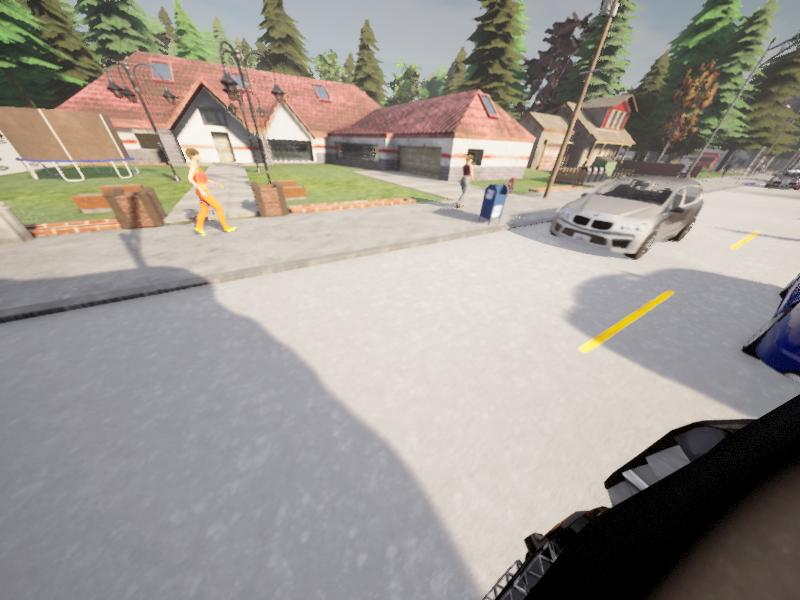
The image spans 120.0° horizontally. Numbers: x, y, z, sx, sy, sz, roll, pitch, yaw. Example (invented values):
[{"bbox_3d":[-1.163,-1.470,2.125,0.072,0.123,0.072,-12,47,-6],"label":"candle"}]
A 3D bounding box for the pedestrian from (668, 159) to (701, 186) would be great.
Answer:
[{"bbox_3d":[23.861,-10.701,19.395,0.751,1.860,0.751,-11,36,-19],"label":"pedestrian"}]

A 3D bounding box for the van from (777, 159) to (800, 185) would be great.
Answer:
[{"bbox_3d":[46.432,-14.548,26.270,6.366,2.431,2.351,-16,38,-26],"label":"van"}]

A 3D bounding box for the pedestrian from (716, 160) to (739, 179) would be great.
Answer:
[{"bbox_3d":[39.328,-15.657,27.754,0.751,1.860,0.751,-17,38,-26],"label":"pedestrian"}]

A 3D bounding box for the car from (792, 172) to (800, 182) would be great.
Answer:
[{"bbox_3d":[54.568,-16.544,30.566,4.514,1.525,2.007,-17,38,-27],"label":"car"}]

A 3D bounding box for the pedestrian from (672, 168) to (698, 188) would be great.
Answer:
[{"bbox_3d":[22.717,-9.765,18.431,0.751,1.300,0.751,-25,42,-34],"label":"pedestrian"}]

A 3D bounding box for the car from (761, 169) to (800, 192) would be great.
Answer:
[{"bbox_3d":[35.649,-10.995,21.151,3.806,1.475,1.970,-17,38,-26],"label":"car"}]

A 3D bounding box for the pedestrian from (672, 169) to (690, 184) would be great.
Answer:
[{"bbox_3d":[25.218,-11.082,20.731,0.500,1.100,0.500,-17,38,-26],"label":"pedestrian"}]

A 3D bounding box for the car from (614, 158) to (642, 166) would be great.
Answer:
[{"bbox_3d":[60.918,-37.019,61.859,2.242,1.667,4.611,-16,38,-26],"label":"car"}]

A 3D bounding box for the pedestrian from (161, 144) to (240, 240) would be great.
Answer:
[{"bbox_3d":[-4.515,-2.486,5.366,0.751,1.860,0.751,-20,40,-30],"label":"pedestrian"}]

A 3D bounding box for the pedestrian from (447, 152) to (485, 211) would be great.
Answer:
[{"bbox_3d":[2.486,-4.504,8.814,0.751,1.860,0.751,-20,40,-29],"label":"pedestrian"}]

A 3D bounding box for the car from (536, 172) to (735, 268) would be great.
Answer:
[{"bbox_3d":[6.624,-2.575,6.601,4.611,1.667,2.242,-16,38,-26],"label":"car"}]

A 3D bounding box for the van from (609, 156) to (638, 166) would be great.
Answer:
[{"bbox_3d":[57.708,-35.971,59.647,2.069,2.038,4.480,-16,38,-26],"label":"van"}]

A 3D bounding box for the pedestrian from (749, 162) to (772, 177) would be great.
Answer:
[{"bbox_3d":[51.920,-18.847,33.299,0.751,1.860,0.751,19,37,23],"label":"pedestrian"}]

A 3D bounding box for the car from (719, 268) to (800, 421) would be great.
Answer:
[{"bbox_3d":[6.367,0.131,2.673,5.008,1.535,1.882,-16,38,-26],"label":"car"}]

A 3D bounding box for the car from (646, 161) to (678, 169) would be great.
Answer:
[{"bbox_3d":[61.557,-31.828,54.371,1.895,1.301,4.718,-16,38,-26],"label":"car"}]
